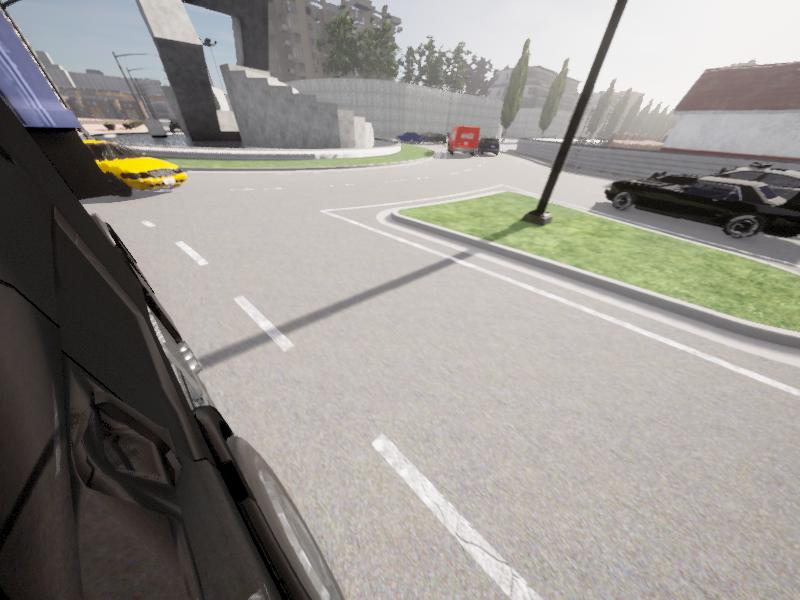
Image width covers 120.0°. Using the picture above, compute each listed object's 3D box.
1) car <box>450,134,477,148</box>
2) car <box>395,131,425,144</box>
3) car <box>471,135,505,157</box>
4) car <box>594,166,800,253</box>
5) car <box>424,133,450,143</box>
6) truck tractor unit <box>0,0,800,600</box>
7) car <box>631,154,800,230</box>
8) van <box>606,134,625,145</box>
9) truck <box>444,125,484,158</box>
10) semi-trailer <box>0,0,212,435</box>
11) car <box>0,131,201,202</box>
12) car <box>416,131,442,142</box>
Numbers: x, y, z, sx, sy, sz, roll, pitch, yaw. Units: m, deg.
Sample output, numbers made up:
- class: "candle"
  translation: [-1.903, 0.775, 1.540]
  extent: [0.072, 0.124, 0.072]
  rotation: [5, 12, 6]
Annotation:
- class: "car"
  translation: [10.147, -25.256, 36.611]
  extent: [2.038, 1.542, 4.974]
  rotation: [25, 42, 26]
- class: "car"
  translation: [1.588, -27.683, 39.312]
  extent: [5.008, 1.535, 1.882]
  rotation: [31, 45, 33]
- class: "car"
  translation: [9.876, -17.649, 26.393]
  extent: [2.033, 1.649, 4.856]
  rotation: [2, 37, -2]
- class: "car"
  translation: [9.638, -3.251, 7.485]
  extent: [1.895, 1.301, 4.718]
  rotation: [-16, 41, -23]
- class: "car"
  translation: [6.965, -30.621, 43.633]
  extent: [4.674, 1.442, 1.812]
  rotation: [-23, 44, -30]
- class: "truck tractor unit"
  translation: [-2.645, -0.295, 0.351]
  extent: [6.516, 4.208, 3.053]
  rotation: [28, 44, 30]
- class: "car"
  translation: [12.748, -4.232, 8.695]
  extent: [1.930, 1.638, 5.238]
  rotation: [-16, 41, -24]
- class: "van"
  translation: [64.982, -48.311, 69.593]
  extent: [5.915, 2.561, 1.988]
  rotation: [-24, 45, -31]
- class: "truck"
  translation: [6.509, -16.852, 24.423]
  extent: [2.627, 2.467, 5.204]
  rotation: [2, 37, -1]
- class: "semi-trailer"
  translation: [-9.459, -2.937, 3.286]
  extent: [14.254, 4.402, 2.717]
  rotation: [18, 39, 20]
- class: "car"
  translation: [-10.237, -4.744, 8.010]
  extent: [5.366, 1.575, 1.801]
  rotation: [11, 38, 11]
- class: "car"
  translation: [5.831, -32.777, 46.359]
  extent: [4.974, 1.542, 2.038]
  rotation: [-23, 44, -30]
